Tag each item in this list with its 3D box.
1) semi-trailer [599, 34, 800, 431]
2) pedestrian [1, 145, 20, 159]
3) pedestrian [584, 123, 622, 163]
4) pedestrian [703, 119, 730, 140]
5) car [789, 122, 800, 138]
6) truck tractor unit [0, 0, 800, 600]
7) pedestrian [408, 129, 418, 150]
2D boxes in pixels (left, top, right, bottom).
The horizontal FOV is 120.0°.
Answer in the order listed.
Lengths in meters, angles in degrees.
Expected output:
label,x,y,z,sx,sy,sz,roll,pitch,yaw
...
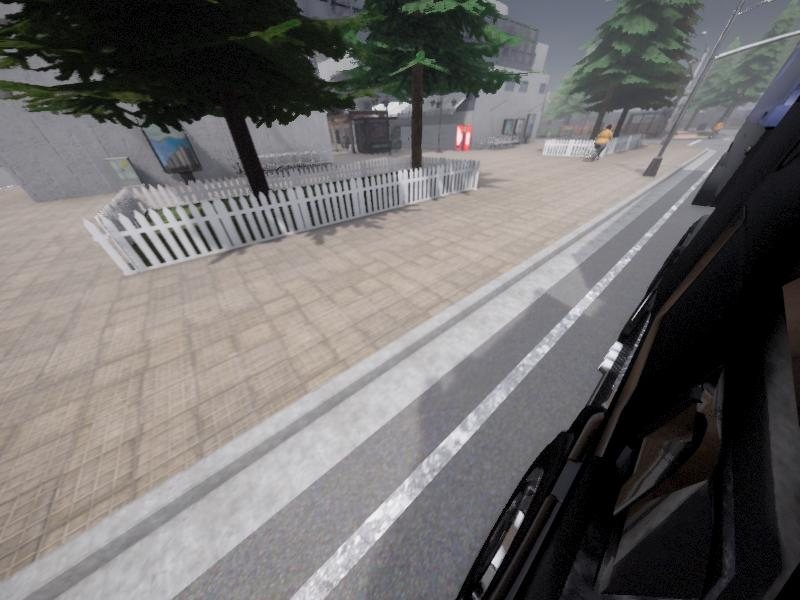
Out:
label,x,y,z,sx,sy,sz,roll,pitch,yaw
semi-trailer,8.659,-3.607,4.303,14.254,4.402,2.717,-28,44,-31
pedestrian,-64.350,-24.493,38.174,0.751,1.860,0.751,25,44,31
pedestrian,11.725,-9.096,13.399,0.751,1.860,0.751,-17,39,-19
pedestrian,35.842,-19.340,26.175,0.751,1.860,0.751,-1,37,2
car,43.803,-18.114,24.541,4.181,1.385,1.994,-28,43,-30
truck tractor unit,2.645,-0.295,0.351,6.516,4.208,3.053,-28,44,-30
pedestrian,1.365,-17.447,25.135,0.751,1.860,0.751,-24,42,-27
